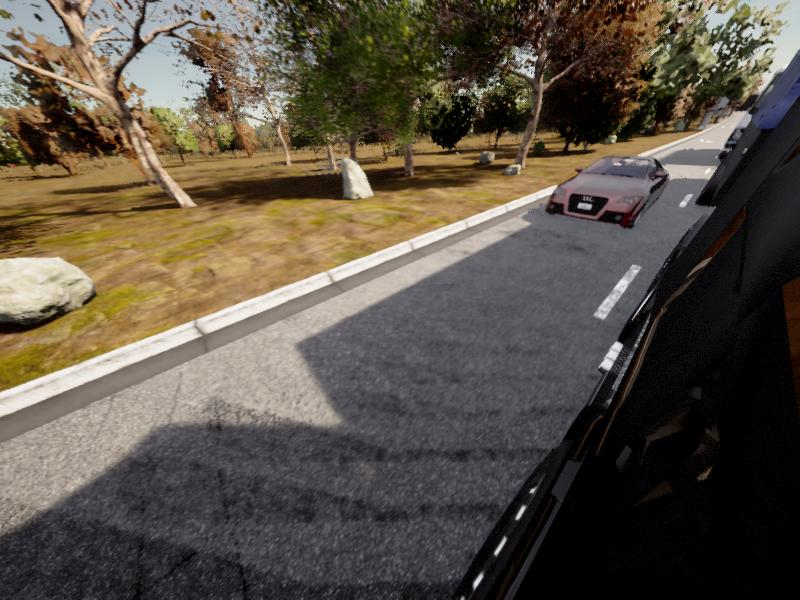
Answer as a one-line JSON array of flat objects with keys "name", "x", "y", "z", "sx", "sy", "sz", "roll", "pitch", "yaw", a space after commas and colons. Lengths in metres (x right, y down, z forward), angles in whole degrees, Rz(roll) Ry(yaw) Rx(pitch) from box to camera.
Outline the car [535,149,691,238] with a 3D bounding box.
[{"name": "car", "x": 6.022, "y": -3.247, "z": 6.529, "sx": 4.181, "sy": 1.385, "sz": 1.994, "roll": -28, "pitch": 43, "yaw": -30}]

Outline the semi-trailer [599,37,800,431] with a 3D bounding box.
[{"name": "semi-trailer", "x": 8.683, "y": -3.605, "z": 4.257, "sx": 14.254, "sy": 4.402, "sz": 2.717, "roll": -28, "pitch": 43, "yaw": -30}]

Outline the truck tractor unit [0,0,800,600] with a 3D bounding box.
[{"name": "truck tractor unit", "x": 2.645, "y": -0.295, "z": 0.351, "sx": 6.516, "sy": 4.208, "sz": 3.053, "roll": -28, "pitch": 44, "yaw": -30}]

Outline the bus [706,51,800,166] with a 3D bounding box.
[{"name": "bus", "x": 22.377, "y": -10.714, "z": 13.156, "sx": 10.273, "sy": 4.253, "sz": 3.944, "roll": -28, "pitch": 43, "yaw": -31}]
